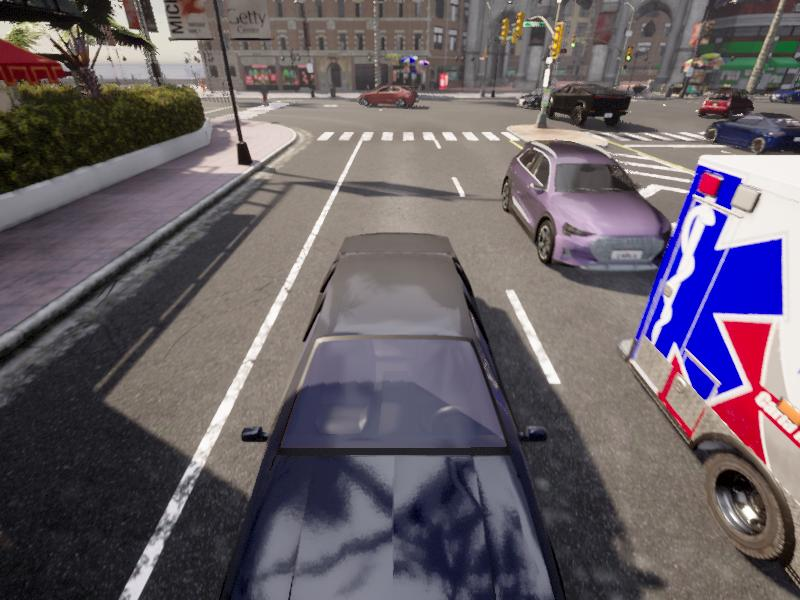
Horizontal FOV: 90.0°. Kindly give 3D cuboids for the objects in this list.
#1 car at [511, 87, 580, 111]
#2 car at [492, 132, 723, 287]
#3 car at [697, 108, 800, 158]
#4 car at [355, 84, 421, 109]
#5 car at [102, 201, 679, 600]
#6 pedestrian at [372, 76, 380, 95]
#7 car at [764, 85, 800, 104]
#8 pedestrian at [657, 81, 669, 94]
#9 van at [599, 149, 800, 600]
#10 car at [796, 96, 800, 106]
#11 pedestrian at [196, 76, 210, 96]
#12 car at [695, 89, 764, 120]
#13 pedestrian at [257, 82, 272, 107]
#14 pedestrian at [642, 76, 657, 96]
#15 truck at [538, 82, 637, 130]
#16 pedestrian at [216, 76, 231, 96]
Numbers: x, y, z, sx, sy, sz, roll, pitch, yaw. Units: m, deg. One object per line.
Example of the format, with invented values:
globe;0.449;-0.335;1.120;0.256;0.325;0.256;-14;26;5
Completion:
car;11.719;-16.259;32.277;4.902;1.511;2.128;-14;33;-22
car;3.453;-2.147;8.051;2.033;1.649;4.856;0;30;0
car;14.954;-7.044;16.675;1.994;1.385;4.181;0;30;1
car;-0.958;-17.091;33.585;5.027;1.651;2.152;11;32;18
car;-0.039;0.572;3.636;2.033;1.411;5.357;0;30;0
pedestrian;-2.699;-23.951;44.720;0.751;1.860;0.751;0;30;0
car;37.422;-19.214;37.397;4.674;1.442;1.812;0;30;0
pedestrian;30.996;-25.036;47.146;0.751;1.300;0.751;26;39;36
van;3.466;1.382;1.229;2.351;2.431;6.366;0;30;0
car;38.040;-17.681;34.180;5.566;2.045;2.150;0;30;1
pedestrian;-21.511;-23.353;43.695;0.751;1.860;0.751;9;32;15
car;22.332;-13.297;27.123;3.988;1.617;1.851;-17;34;-26
pedestrian;-11.299;-17.129;33.365;0.751;1.860;0.751;-2;30;-3
pedestrian;27.073;-23.183;43.413;0.751;1.860;0.751;23;38;34
truck;10.922;-11.804;24.080;2.390;2.098;6.274;-3;30;-5
pedestrian;-19.175;-23.226;43.478;0.751;1.860;0.751;7;31;12
